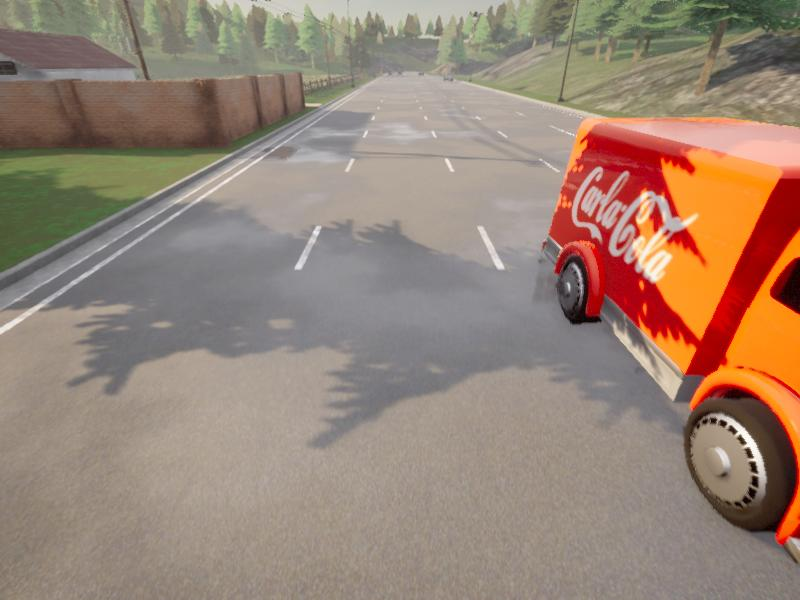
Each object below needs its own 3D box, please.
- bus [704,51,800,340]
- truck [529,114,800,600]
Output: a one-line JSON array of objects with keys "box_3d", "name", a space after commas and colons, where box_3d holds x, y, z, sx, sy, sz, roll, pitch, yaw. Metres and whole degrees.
[{"box_3d": [7.116, 0.317, 1.244, 3.944, 4.253, 10.273, 0, 30, 0], "name": "bus"}, {"box_3d": [3.494, -0.192, 3.878, 2.627, 2.467, 5.204, 0, 30, 0], "name": "truck"}]
